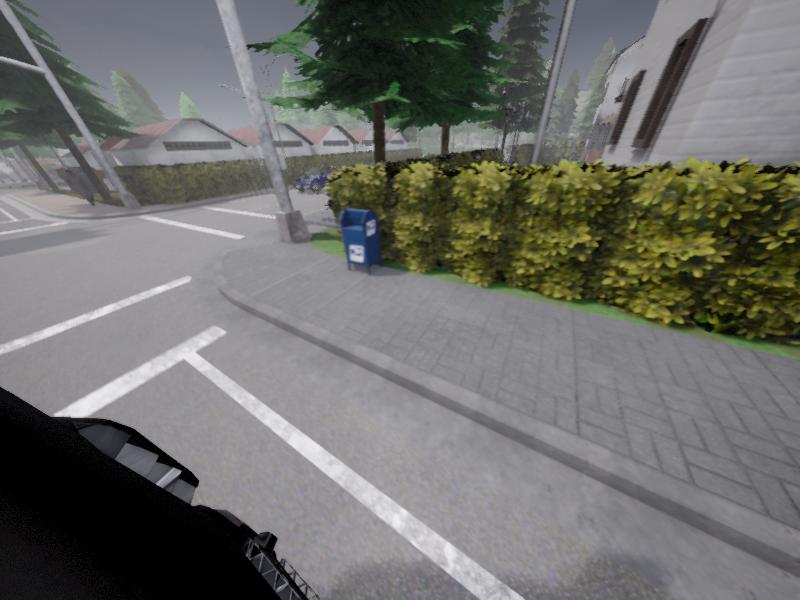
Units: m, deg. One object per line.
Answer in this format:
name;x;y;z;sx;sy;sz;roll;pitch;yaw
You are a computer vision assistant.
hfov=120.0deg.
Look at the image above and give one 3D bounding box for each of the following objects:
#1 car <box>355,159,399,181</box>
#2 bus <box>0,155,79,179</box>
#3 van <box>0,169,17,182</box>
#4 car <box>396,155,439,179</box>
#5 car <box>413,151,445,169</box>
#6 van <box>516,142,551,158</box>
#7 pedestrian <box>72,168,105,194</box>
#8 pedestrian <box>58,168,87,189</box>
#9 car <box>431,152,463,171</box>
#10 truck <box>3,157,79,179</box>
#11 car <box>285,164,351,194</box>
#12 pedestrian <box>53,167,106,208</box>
car;-2.091;-12.457;22.048;1.994;1.385;4.181;17;38;27
bus;-88.988;-32.929;56.939;3.944;4.253;10.273;16;38;26
van;-78.098;-23.665;44.184;1.775;1.987;4.442;16;38;26
car;1.791;-12.501;21.668;1.882;1.535;5.008;16;38;26
car;3.883;-18.424;30.375;2.152;1.651;5.027;16;38;26
van;21.664;-24.277;37.509;4.442;1.987;1.775;17;38;27
pedestrian;-25.459;-9.739;18.906;0.751;1.860;0.751;16;38;26
pedestrian;-33.246;-12.329;23.474;0.751;1.860;0.751;15;37;25
car;5.552;-16.139;26.876;1.882;1.535;5.008;16;38;26
truck;-83.175;-30.922;53.856;2.891;3.827;8.468;16;38;26
car;-5.801;-8.919;16.891;1.816;1.474;4.193;16;38;26
pedestrian;-17.078;-6.014;12.353;0.751;1.860;0.751;17;38;27
